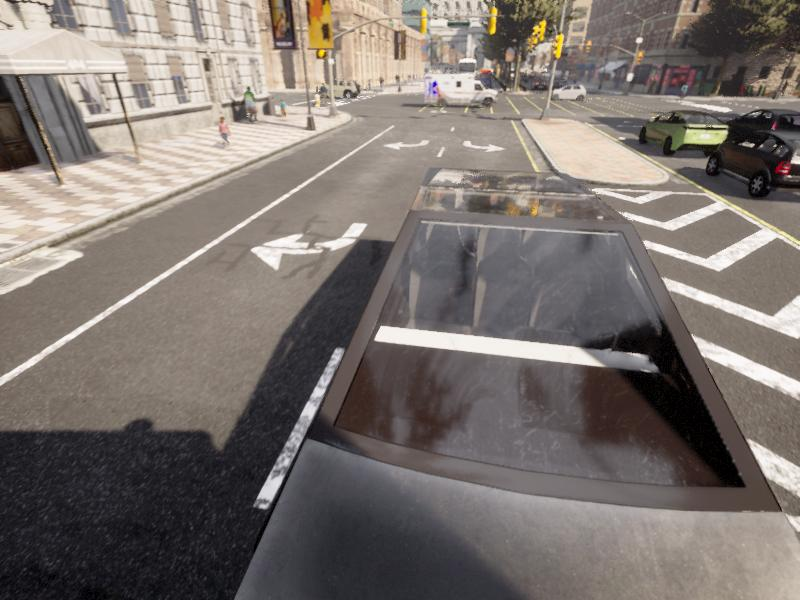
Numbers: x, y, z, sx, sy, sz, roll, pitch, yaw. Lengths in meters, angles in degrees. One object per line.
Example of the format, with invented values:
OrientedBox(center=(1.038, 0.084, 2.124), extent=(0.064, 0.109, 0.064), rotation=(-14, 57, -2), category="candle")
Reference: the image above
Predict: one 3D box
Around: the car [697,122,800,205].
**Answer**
OrientedBox(center=(10.637, -4.030, 11.478), extent=(1.789, 1.549, 3.705), rotation=(6, 31, 9), category="car")

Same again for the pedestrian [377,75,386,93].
OrientedBox(center=(-2.307, -26.950, 49.887), extent=(0.751, 1.860, 0.751), rotation=(11, 32, 18), category="pedestrian")

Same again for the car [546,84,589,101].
OrientedBox(center=(17.343, -21.566, 41.565), extent=(3.633, 1.501, 1.845), rotation=(5, 31, 9), category="car")

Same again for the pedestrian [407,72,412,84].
OrientedBox(center=(1.738, -40.598, 73.273), extent=(0.751, 1.860, 0.751), rotation=(5, 31, 8), category="pedestrian")

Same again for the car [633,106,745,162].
OrientedBox(center=(11.746, -7.083, 16.739), extent=(2.007, 1.525, 4.514), rotation=(6, 31, 9), category="car")

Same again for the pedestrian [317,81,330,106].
OrientedBox(center=(-6.588, -17.744, 34.397), extent=(0.751, 1.860, 0.751), rotation=(6, 31, 9), category="pedestrian")

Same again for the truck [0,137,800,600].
OrientedBox(center=(0.918, 0.078, 3.809), extent=(2.390, 2.098, 6.274), rotation=(6, 31, 9), category="truck")

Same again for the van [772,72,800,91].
OrientedBox(center=(64.304, -35.777, 65.331), extent=(1.988, 2.561, 5.915), rotation=(5, 31, 9), category="van")

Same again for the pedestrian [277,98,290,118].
OrientedBox(center=(-7.326, -12.074, 25.144), extent=(0.500, 1.100, 0.500), rotation=(0, 30, -1), category="pedestrian")

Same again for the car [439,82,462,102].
OrientedBox(center=(5.288, -21.580, 41.454), extent=(1.882, 1.535, 5.008), rotation=(6, 31, 9), category="car")

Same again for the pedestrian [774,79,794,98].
OrientedBox(center=(43.564, -24.063, 45.440), extent=(0.751, 1.860, 0.751), rotation=(2, 30, 3), category="pedestrian")

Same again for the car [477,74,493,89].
OrientedBox(center=(13.616, -34.953, 63.919), extent=(2.150, 2.045, 5.566), rotation=(6, 31, 9), category="car")

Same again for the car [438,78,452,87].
OrientedBox(center=(7.852, -37.703, 69.285), extent=(1.895, 1.301, 4.718), rotation=(5, 31, 9), category="car")

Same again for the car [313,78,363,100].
OrientedBox(center=(-6.438, -22.122, 41.923), extent=(4.605, 1.855, 1.932), rotation=(6, 31, 9), category="car")

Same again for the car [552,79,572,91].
OrientedBox(center=(24.627, -32.751, 60.909), extent=(1.970, 1.475, 3.806), rotation=(6, 31, 9), category="car")

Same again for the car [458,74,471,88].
OrientedBox(center=(10.987, -37.464, 68.353), extent=(1.905, 1.878, 3.866), rotation=(6, 31, 9), category="car")

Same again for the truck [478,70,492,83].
OrientedBox(center=(18.543, -48.742, 87.124), extent=(2.627, 2.467, 5.204), rotation=(6, 31, 9), category="truck")

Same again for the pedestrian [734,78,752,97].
OrientedBox(center=(39.851, -24.703, 46.495), extent=(0.751, 1.860, 0.751), rotation=(6, 31, 10), category="pedestrian")

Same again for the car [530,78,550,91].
OrientedBox(center=(20.889, -32.338, 59.995), extent=(2.038, 1.542, 4.974), rotation=(6, 31, 9), category="car")

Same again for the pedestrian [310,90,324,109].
OrientedBox(center=(-6.723, -16.192, 32.297), extent=(0.751, 1.300, 0.751), rotation=(7, 31, 11), category="pedestrian")

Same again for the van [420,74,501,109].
OrientedBox(center=(5.082, -17.720, 33.968), extent=(6.366, 2.431, 2.351), rotation=(5, 31, 9), category="van")

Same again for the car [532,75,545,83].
OrientedBox(center=(30.226, -48.292, 87.353), extent=(2.038, 1.542, 4.974), rotation=(6, 31, 9), category="car")

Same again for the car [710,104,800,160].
OrientedBox(center=(15.333, -7.170, 16.846), extent=(1.851, 1.617, 3.988), rotation=(6, 31, 9), category="car")

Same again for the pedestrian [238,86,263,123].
OrientedBox(center=(-8.447, -11.093, 22.702), extent=(0.751, 1.860, 0.751), rotation=(8, 31, 13), category="pedestrian")

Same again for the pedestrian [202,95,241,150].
OrientedBox(center=(-6.834, -6.810, 15.394), extent=(0.751, 1.860, 0.751), rotation=(3, 30, 5), category="pedestrian")

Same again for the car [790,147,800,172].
OrientedBox(center=(14.193, -3.984, 11.496), extent=(1.837, 1.490, 4.892), rotation=(6, 31, 9), category="car")

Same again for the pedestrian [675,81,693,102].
OrientedBox(center=(28.689, -21.043, 40.418), extent=(0.751, 1.860, 0.751), rotation=(6, 31, 10), category="pedestrian")

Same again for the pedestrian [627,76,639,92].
OrientedBox(center=(31.697, -29.398, 54.437), extent=(0.751, 1.860, 0.751), rotation=(2, 30, 3), category="pedestrian")

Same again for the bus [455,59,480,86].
OrientedBox(center=(13.180, -44.192, 77.514), extent=(3.944, 4.253, 10.273), rotation=(6, 31, 9), category="bus")
